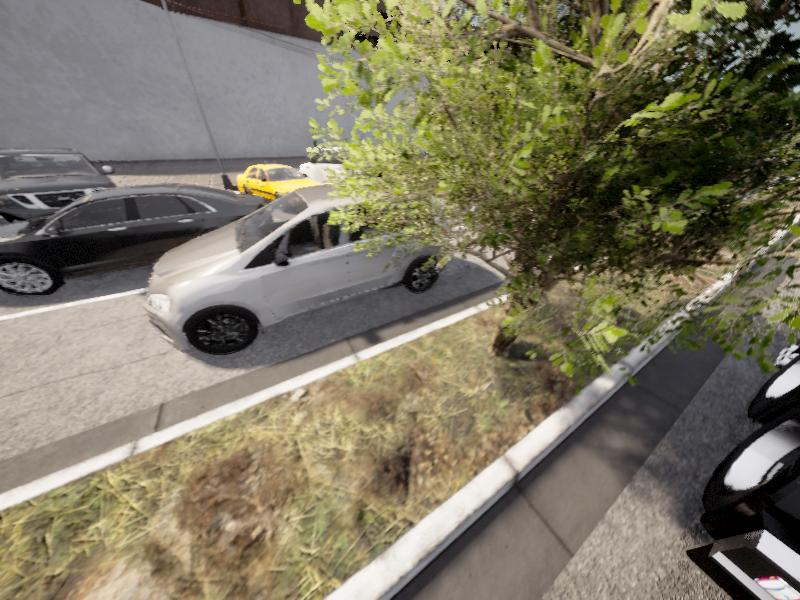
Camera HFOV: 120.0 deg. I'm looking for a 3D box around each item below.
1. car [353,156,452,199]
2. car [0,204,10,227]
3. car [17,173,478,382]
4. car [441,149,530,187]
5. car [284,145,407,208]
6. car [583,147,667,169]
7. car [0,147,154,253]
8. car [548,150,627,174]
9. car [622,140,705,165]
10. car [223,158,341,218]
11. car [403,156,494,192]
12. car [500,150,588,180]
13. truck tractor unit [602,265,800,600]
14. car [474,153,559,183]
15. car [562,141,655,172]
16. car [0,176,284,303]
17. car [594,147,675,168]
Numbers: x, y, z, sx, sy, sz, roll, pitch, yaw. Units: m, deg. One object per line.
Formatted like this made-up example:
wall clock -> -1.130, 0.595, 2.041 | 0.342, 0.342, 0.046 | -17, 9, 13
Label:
car -> 0.000, -6.648, 12.262 | 4.792, 1.488, 2.163 | 25, 42, 32
car -> -13.005, -2.423, 6.094 | 4.674, 1.452, 2.002 | 25, 41, 32
car -> -1.360, -0.952, 3.907 | 4.611, 1.667, 2.242 | -18, 39, -24
car -> 5.215, -8.492, 14.627 | 4.553, 1.767, 2.185 | 25, 42, 32
car -> -2.603, -6.030, 10.878 | 5.566, 2.045, 2.435 | 25, 42, 32
car -> 21.008, -13.493, 21.882 | 5.366, 1.575, 1.946 | 25, 42, 32
car -> -10.369, -3.485, 7.156 | 5.566, 2.045, 2.435 | 25, 41, 32
car -> 15.681, -11.797, 19.551 | 4.792, 1.488, 2.163 | 25, 42, 32
car -> 28.645, -16.344, 25.511 | 5.566, 2.045, 2.435 | 25, 42, 32
car -> -5.044, -4.904, 9.677 | 5.366, 1.575, 1.946 | 25, 41, 32
car -> 2.636, -7.485, 13.487 | 4.674, 1.452, 2.002 | 25, 42, 32
car -> 10.450, -10.096, 17.111 | 5.008, 1.535, 2.097 | 25, 42, 32
truck tractor unit -> 5.108, -0.305, 0.776 | 6.516, 4.208, 3.053 | -18, 39, -24
car -> 7.842, -9.205, 15.924 | 4.674, 1.452, 2.002 | 25, 42, 32
car -> 18.283, -12.893, 20.612 | 5.566, 2.045, 2.435 | 25, 42, 32
car -> -5.420, -1.543, 4.877 | 4.892, 1.490, 1.837 | -18, 39, -24
car -> 23.322, -14.482, 23.296 | 5.366, 1.575, 1.946 | 25, 42, 32
